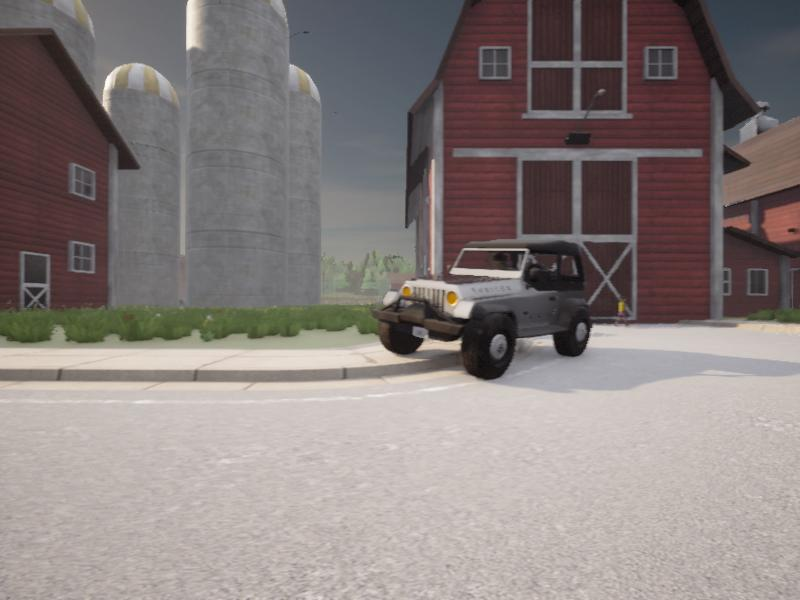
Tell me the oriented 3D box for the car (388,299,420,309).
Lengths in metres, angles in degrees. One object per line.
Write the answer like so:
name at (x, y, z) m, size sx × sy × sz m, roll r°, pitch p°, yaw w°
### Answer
car at (0.624, 0.562, 61.614) m, size 4.792 × 1.488 × 2.163 m, roll 0°, pitch 0°, yaw 0°

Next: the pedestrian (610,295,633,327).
pedestrian at (7.625, 0.379, 13.784) m, size 0.500 × 1.100 × 0.500 m, roll 0°, pitch 0°, yaw -1°

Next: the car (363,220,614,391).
car at (1.569, -0.066, 6.368) m, size 3.866 × 1.878 × 1.905 m, roll -2°, pitch 7°, yaw -42°

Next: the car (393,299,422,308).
car at (1.201, 0.598, 65.114) m, size 4.674 × 1.442 × 1.812 m, roll 0°, pitch 0°, yaw 0°
